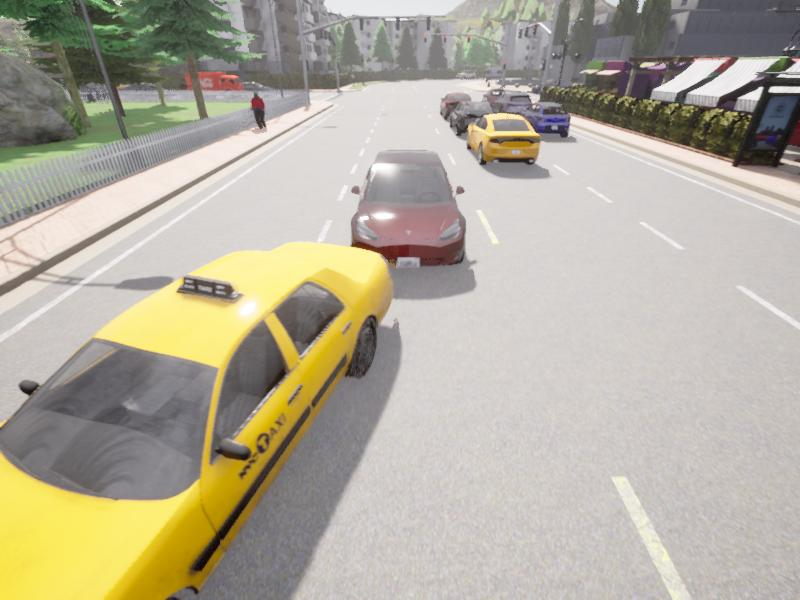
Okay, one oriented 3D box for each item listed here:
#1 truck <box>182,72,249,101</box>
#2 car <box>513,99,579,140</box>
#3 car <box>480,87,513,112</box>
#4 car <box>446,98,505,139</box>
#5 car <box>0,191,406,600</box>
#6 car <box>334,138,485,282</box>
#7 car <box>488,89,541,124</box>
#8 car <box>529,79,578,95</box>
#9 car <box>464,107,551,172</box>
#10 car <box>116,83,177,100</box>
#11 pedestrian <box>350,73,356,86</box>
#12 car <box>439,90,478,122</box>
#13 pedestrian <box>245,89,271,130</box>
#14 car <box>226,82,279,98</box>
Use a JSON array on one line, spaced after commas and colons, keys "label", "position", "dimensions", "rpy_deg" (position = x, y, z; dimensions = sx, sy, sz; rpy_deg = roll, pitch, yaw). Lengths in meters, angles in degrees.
[{"label": "truck", "position": [-18.768, -21.866, 40.914], "dimensions": [5.204, 2.467, 2.627], "rpy_deg": [1, 30, 2]}, {"label": "car", "position": [7.247, -9.274, 20.377], "dimensions": [1.816, 1.474, 4.193], "rpy_deg": [0, 30, 0]}, {"label": "car", "position": [7.432, -15.639, 31.197], "dimensions": [1.845, 1.501, 3.633], "rpy_deg": [2, 30, 3]}, {"label": "car", "position": [3.762, -9.536, 20.819], "dimensions": [2.163, 1.488, 4.792], "rpy_deg": [0, 30, 0]}, {"label": "car", "position": [-1.619, 0.650, 3.316], "dimensions": [1.801, 1.575, 5.366], "rpy_deg": [9, 32, 16]}, {"label": "car", "position": [0.151, -2.148, 8.196], "dimensions": [2.163, 1.488, 4.792], "rpy_deg": [0, 30, 0]}, {"label": "car", "position": [7.291, -12.640, 25.977], "dimensions": [2.033, 1.649, 4.856], "rpy_deg": [0, 30, 0]}, {"label": "car", "position": [18.830, -26.229, 49.197], "dimensions": [5.027, 1.651, 2.152], "rpy_deg": [2, 30, 3]}, {"label": "car", "position": [3.746, -6.166, 15.005], "dimensions": [1.882, 1.535, 5.008], "rpy_deg": [0, 30, 0]}, {"label": "car", "position": [-26.121, -21.562, 41.363], "dimensions": [4.892, 1.490, 1.837], "rpy_deg": [1, 30, 2]}, {"label": "pedestrian", "position": [-7.613, -36.106, 65.496], "dimensions": [0.751, 1.860, 0.751], "rpy_deg": [2, 30, 4]}, {"label": "car", "position": [3.797, -13.013, 26.705], "dimensions": [1.882, 1.535, 5.008], "rpy_deg": [0, 30, 0]}, {"label": "pedestrian", "position": [-7.223, -9.735, 20.440], "dimensions": [0.751, 1.860, 0.751], "rpy_deg": [0, 30, 0]}, {"label": "car", "position": [-16.198, -23.179, 44.106], "dimensions": [4.902, 1.511, 2.128], "rpy_deg": [1, 30, 2]}]
